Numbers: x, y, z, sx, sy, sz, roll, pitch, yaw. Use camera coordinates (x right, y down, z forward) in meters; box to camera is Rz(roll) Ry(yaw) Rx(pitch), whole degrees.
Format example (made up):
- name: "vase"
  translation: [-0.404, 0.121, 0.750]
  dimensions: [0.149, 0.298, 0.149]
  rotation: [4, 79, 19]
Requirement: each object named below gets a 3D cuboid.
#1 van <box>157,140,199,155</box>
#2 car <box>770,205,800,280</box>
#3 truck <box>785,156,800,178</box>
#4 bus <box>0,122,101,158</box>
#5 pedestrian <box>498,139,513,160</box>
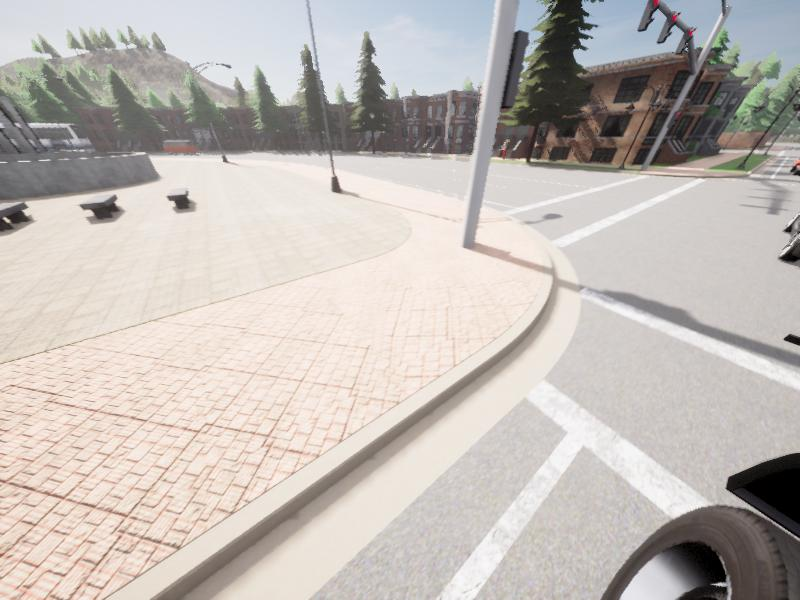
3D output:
- name: "van"
  translation: [-36.101, -24.834, 37.698]
  dimensions: [4.442, 1.987, 1.775]
  rotation: [0, 35, 0]
- name: "car"
  translation: [10.068, -1.645, 4.711]
  dimensions: [5.238, 1.638, 1.930]
  rotation: [-22, 41, -28]
- name: "truck"
  translation: [27.716, -9.198, 14.536]
  dimensions: [5.204, 2.467, 2.627]
  rotation: [-22, 40, -28]
- name: "bus"
  translation: [-56.539, -25.043, 36.220]
  dimensions: [10.273, 4.253, 3.944]
  rotation: [-17, 38, -22]
- name: "pedestrian"
  translation: [11.184, -15.949, 24.470]
  dimensions: [0.751, 1.860, 0.751]
  rotation: [-23, 41, -28]
